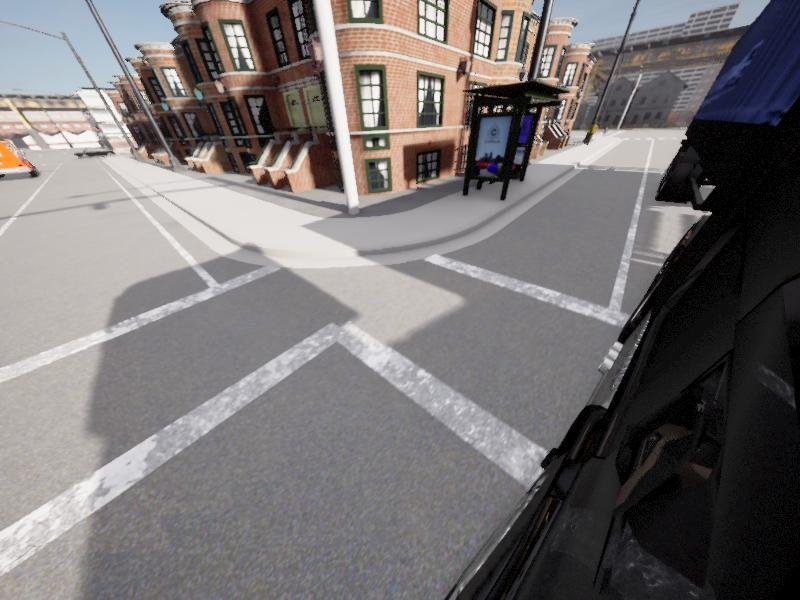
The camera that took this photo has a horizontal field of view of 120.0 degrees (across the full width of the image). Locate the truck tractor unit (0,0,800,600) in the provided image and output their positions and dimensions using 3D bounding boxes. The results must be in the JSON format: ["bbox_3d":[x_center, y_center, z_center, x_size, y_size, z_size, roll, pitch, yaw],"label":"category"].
[{"bbox_3d":[2.645,-0.295,0.352,6.516,4.208,3.053,-28,44,-30],"label":"truck tractor unit"}]

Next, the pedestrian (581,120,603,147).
[{"bbox_3d":[16.620,-14.447,20.048,0.751,1.860,0.751,30,47,36],"label":"pedestrian"}]

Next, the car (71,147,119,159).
[{"bbox_3d":[-50.879,-24.557,38.610,1.895,1.301,4.718,26,45,33],"label":"car"}]

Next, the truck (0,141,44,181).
[{"bbox_3d":[-33.018,-11.602,19.184,5.204,2.467,2.627,26,45,33],"label":"truck"}]

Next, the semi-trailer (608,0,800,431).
[{"bbox_3d":[8.183,-3.915,4.674,2.717,4.402,14.254,28,46,34],"label":"semi-trailer"}]
